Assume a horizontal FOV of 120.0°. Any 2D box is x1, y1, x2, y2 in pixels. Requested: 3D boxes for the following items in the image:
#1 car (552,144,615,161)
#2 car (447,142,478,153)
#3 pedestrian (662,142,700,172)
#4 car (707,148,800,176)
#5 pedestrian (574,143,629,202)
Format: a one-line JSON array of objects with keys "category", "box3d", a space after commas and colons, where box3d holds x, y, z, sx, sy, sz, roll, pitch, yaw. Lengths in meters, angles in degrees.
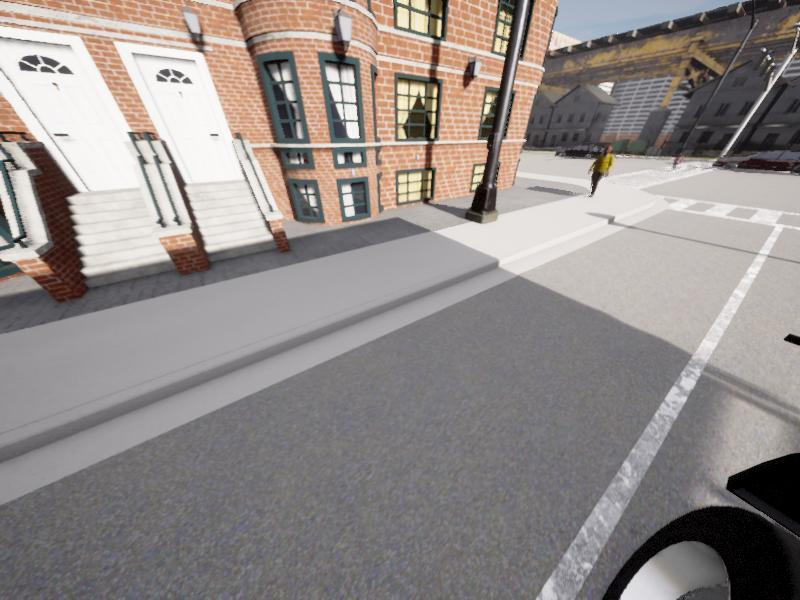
[{"category": "car", "box3d": [21.757, -17.768, 27.684, 2.033, 1.411, 5.357, -21, 40, -26]}, {"category": "car", "box3d": [11.056, -27.197, 41.126, 2.033, 1.411, 5.357, -21, 40, -26]}, {"category": "pedestrian", "box3d": [20.366, -10.390, 16.799, 0.751, 1.860, 0.751, -9, 36, -12]}, {"category": "car", "box3d": [26.552, -9.846, 16.426, 2.033, 1.411, 5.357, -21, 40, -26]}, {"category": "pedestrian", "box3d": [7.594, -4.844, 8.782, 0.751, 1.860, 0.751, -25, 42, -31]}]
